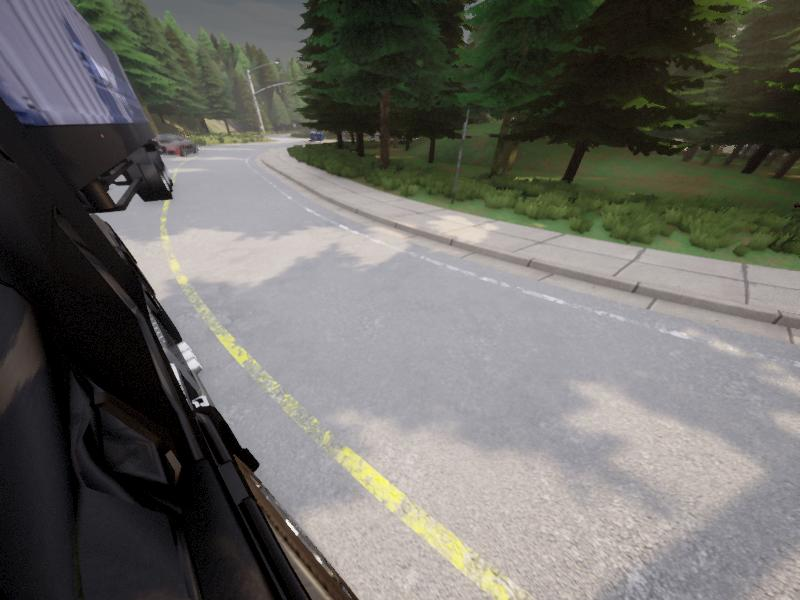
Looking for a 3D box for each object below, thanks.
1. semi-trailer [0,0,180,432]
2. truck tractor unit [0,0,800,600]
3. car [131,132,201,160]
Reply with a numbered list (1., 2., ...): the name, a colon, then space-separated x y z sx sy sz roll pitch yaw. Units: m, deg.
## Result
1. semi-trailer: -7.755 -4.093 5.004 2.717 4.402 14.254 -23 44 -30
2. truck tractor unit: -2.645 -0.295 0.351 6.516 4.208 3.053 28 44 30
3. car: -16.466 -11.129 16.609 1.994 1.385 4.181 -10 38 -16
